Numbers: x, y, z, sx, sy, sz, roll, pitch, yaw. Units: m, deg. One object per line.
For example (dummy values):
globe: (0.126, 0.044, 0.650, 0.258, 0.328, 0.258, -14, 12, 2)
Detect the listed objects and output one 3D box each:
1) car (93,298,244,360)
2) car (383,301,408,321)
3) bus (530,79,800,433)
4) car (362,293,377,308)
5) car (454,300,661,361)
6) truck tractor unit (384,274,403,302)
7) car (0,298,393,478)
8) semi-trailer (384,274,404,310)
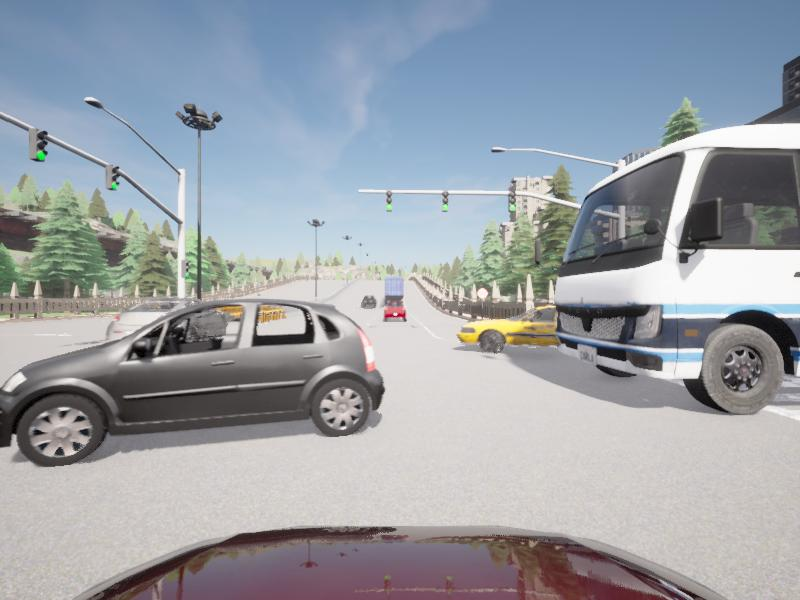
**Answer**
car: (-7.174, 0.780, 13.240, 2.152, 1.651, 5.027, 0, 0, -1)
car: (-0.391, 0.827, 31.620, 1.845, 1.501, 3.633, 0, 0, -1)
bus: (8.082, -0.534, 7.028, 10.273, 4.253, 3.944, 0, 0, -3)
car: (-4.367, 0.059, 57.564, 1.932, 1.855, 4.605, 0, 4, -1)
car: (4.452, 0.800, 11.995, 5.366, 1.575, 1.801, 0, -1, 19)
truck tractor unit: (-1.092, -2.200, 69.174, 3.053, 4.208, 6.516, 0, 7, -1)
car: (-2.267, 0.789, 4.983, 3.988, 1.617, 1.851, 0, 0, -18)
semi-trailer: (-0.924, -1.541, 61.308, 2.717, 4.402, 14.254, 0, 5, -1)
